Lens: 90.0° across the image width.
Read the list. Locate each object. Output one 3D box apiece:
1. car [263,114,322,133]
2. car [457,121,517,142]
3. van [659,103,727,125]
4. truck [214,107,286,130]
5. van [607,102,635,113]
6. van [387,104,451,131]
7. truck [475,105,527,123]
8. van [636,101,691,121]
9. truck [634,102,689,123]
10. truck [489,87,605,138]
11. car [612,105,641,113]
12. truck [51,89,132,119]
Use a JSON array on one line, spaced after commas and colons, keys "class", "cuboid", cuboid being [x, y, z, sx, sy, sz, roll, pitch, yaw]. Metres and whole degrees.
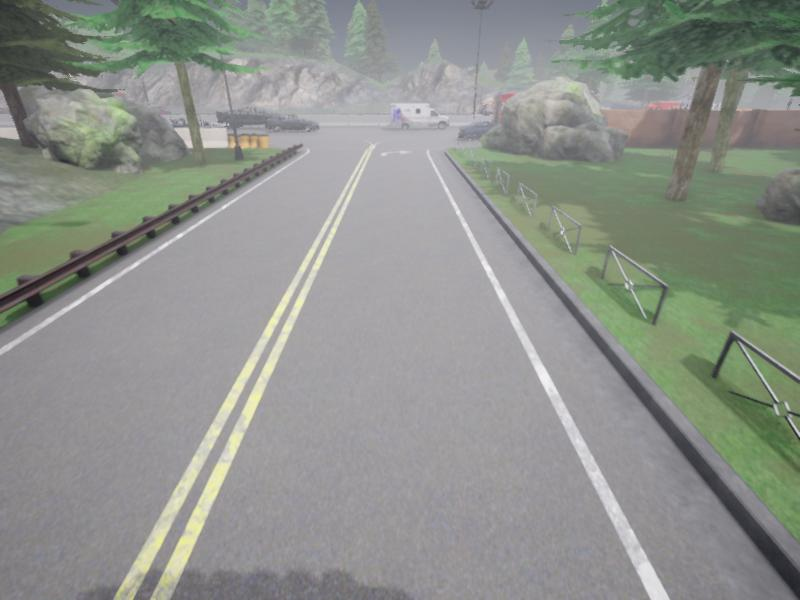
[{"class": "car", "cuboid": [-10.122, -16.745, 38.004, 4.902, 1.511, 2.128, 0, 27, -1]}, {"class": "car", "cuboid": [6.883, -13.551, 32.044, 4.181, 1.385, 1.994, -3, 27, -6]}, {"class": "van", "cuboid": [37.239, -23.782, 51.027, 6.366, 2.431, 2.351, 0, 27, -1]}, {"class": "truck", "cuboid": [-15.184, -18.593, 40.931, 6.274, 2.098, 2.390, 0, 27, -1]}, {"class": "van", "cuboid": [46.233, -40.253, 83.698, 4.442, 1.987, 1.775, 20, 33, 33]}, {"class": "van", "cuboid": [1.874, -18.818, 41.123, 6.366, 2.431, 2.351, 0, 27, -1]}, {"class": "truck", "cuboid": [13.423, -25.049, 53.709, 6.274, 2.098, 2.390, 0, 27, 1]}, {"class": "van", "cuboid": [37.554, -27.044, 57.230, 5.915, 2.561, 1.988, 0, 27, -1]}, {"class": "truck", "cuboid": [35.282, -25.386, 54.101, 5.204, 2.467, 2.627, 0, 27, -1]}, {"class": "truck", "cuboid": [12.465, -16.294, 34.741, 8.468, 3.827, 2.891, 0, 27, -1]}, {"class": "car", "cuboid": [48.752, -41.135, 86.030, 4.902, 1.511, 2.128, 19, 33, 32]}, {"class": "truck", "cuboid": [-45.106, -28.807, 58.759, 8.468, 3.827, 2.891, 0, 27, -1]}]
